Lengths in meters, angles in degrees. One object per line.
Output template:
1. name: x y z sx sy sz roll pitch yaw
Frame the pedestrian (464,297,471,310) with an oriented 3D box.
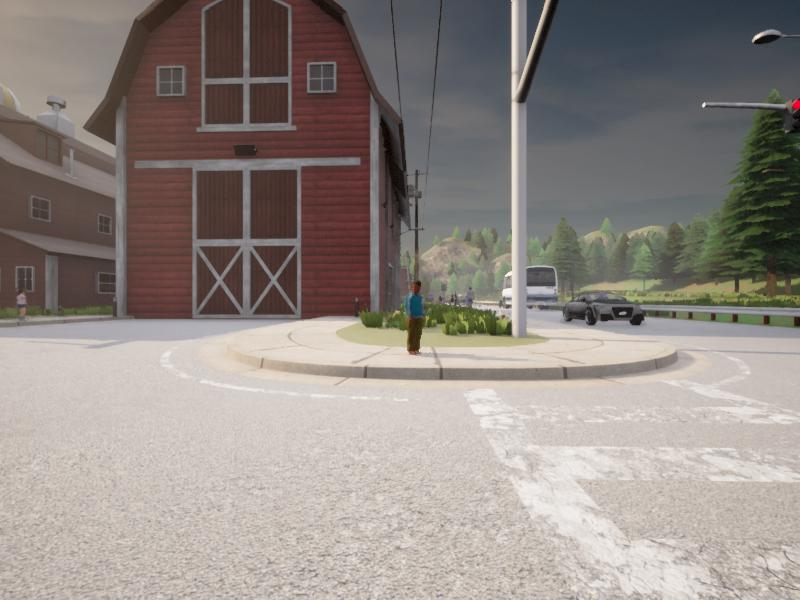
1. pedestrian: 5.597 0.292 33.203 0.500 1.100 0.500 0 0 -1

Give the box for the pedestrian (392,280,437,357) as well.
1. pedestrian: 0.214 0.265 6.037 0.500 1.100 0.500 0 0 -31

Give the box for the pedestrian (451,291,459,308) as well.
1. pedestrian: 6.094 -0.088 44.422 0.751 1.860 0.751 0 0 1

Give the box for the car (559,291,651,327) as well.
1. car: 8.666 0.334 17.379 1.994 1.385 4.181 0 0 3

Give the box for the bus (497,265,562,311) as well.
1. bus: 13.300 -1.107 42.376 3.944 4.253 10.273 0 0 3

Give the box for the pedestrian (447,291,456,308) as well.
1. pedestrian: 5.616 -0.088 43.511 0.751 1.860 0.751 0 0 -21

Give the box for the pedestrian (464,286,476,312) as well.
1. pedestrian: 5.091 -0.088 29.117 0.751 1.860 0.751 0 0 -1

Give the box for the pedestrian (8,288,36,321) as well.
1. pedestrian: -12.886 0.146 13.632 0.500 1.100 0.500 0 0 15
